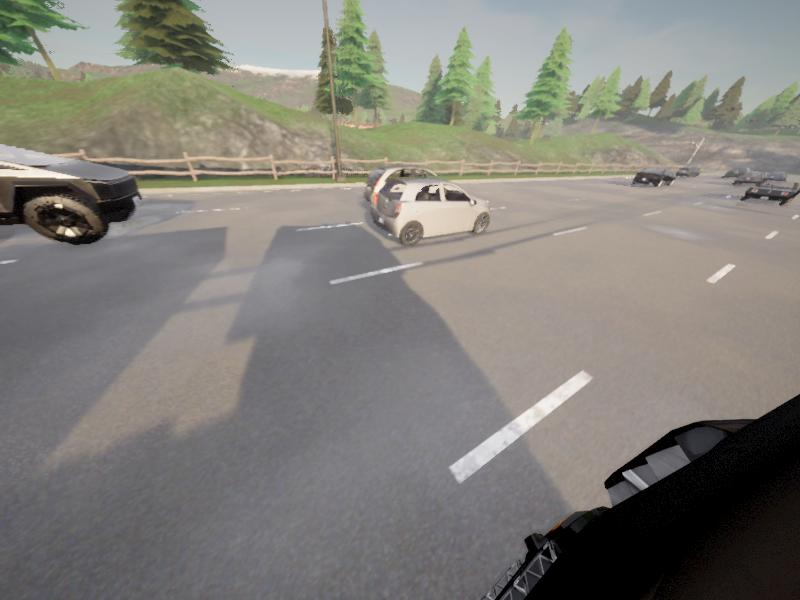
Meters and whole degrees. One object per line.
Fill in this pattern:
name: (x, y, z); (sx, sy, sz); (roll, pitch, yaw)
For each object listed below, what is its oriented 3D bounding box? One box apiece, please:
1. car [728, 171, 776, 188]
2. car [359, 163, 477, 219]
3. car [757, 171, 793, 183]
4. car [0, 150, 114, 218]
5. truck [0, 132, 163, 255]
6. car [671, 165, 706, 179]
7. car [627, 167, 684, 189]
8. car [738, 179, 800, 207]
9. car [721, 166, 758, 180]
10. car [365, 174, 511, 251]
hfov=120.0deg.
car: (41.100, -14.120, 26.957); (5.357, 1.411, 2.033); (-16, 38, -26)
car: (0.624, -4.354, 9.104); (3.988, 1.617, 1.851); (-10, 36, -18)
car: (55.778, -18.311, 34.342); (4.181, 1.385, 1.994); (-16, 38, -26)
car: (-12.160, -3.470, 6.841); (3.988, 1.617, 1.851); (-16, 38, -26)
truck: (-9.669, -2.148, 4.589); (6.274, 2.098, 2.390); (-16, 38, -26)
car: (43.601, -19.360, 34.909); (4.514, 1.525, 2.007); (-16, 38, -26)
car: (24.043, -11.545, 21.704); (5.008, 1.535, 1.882); (-16, 38, -26)
car: (25.924, -7.513, 15.989); (4.718, 1.301, 1.895); (-16, 38, -26)
car: (53.712, -20.118, 36.555); (4.553, 1.767, 2.097); (-16, 38, -26)
car: (1.063, -2.746, 6.783); (3.633, 1.501, 1.845); (-16, 38, -26)
